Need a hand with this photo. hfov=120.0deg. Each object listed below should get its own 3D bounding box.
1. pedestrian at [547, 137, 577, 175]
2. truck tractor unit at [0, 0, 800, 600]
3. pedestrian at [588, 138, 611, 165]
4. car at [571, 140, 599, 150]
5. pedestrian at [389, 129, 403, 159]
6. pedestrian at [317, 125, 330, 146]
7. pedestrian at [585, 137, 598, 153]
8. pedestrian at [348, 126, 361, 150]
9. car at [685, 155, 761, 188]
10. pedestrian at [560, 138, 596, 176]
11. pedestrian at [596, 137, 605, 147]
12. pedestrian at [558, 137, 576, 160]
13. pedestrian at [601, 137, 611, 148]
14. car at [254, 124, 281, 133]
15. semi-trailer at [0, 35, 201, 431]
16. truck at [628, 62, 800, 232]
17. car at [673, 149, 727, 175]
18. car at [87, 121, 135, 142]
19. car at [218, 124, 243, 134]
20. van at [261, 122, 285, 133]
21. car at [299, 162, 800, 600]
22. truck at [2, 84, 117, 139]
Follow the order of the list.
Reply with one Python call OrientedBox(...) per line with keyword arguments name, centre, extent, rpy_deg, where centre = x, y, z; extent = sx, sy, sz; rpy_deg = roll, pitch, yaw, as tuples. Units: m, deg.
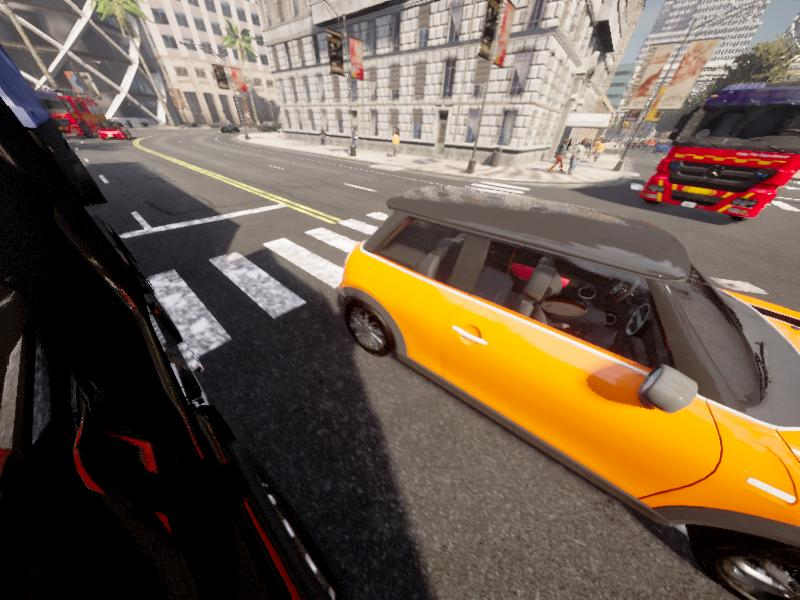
OrientedBox(name="pedestrian", centre=(9.927, -8.862, 14.242), extent=(0.751, 1.860, 0.751), rpy_deg=(16, 39, 17))
OrientedBox(name="truck tractor unit", centre=(-2.645, -0.295, 0.351), extent=(6.516, 4.208, 3.053), rpy_deg=(28, 44, 30))
OrientedBox(name="pedestrian", centre=(17.502, -13.040, 20.293), extent=(0.751, 1.860, 0.751), rpy_deg=(25, 42, 27))
OrientedBox(name="car", centre=(37.250, -31.328, 46.549), extent=(3.806, 1.475, 1.970), rpy_deg=(28, 44, 30))
OrientedBox(name="pedestrian", centre=(-0.358, -12.208, 18.061), extent=(0.751, 1.860, 0.751), rpy_deg=(23, 41, 25))
OrientedBox(name="pedestrian", centre=(-8.250, -17.731, 24.934), extent=(0.751, 1.860, 0.751), rpy_deg=(29, 44, 31))
OrientedBox(name="pedestrian", centre=(27.520, -22.243, 33.202), extent=(0.751, 1.860, 0.751), rpy_deg=(29, 44, 30))
OrientedBox(name="pedestrian", centre=(-4.481, -15.956, 22.803), extent=(0.751, 1.860, 0.751), rpy_deg=(-27, 46, -33))
OrientedBox(name="car", centre=(21.044, -8.596, 15.291), extent=(1.994, 1.385, 4.181), rpy_deg=(29, 44, 30))
OrientedBox(name="pedestrian", centre=(10.610, -8.539, 13.855), extent=(0.751, 1.860, 0.751), rpy_deg=(-7, 38, -13))
OrientedBox(name="pedestrian", centre=(45.853, -36.031, 52.750), extent=(0.751, 1.860, 0.751), rpy_deg=(26, 43, 28))
OrientedBox(name="pedestrian", centre=(16.796, -15.274, 23.230), extent=(0.751, 1.860, 0.751), rpy_deg=(26, 43, 28))
OrientedBox(name="pedestrian", centre=(45.776, -35.001, 51.371), extent=(0.751, 1.860, 0.751), rpy_deg=(-22, 43, -29))
OrientedBox(name="car", centre=(-31.746, -41.262, 55.572), extent=(2.152, 1.651, 5.027), rpy_deg=(19, 40, 21))
OrientedBox(name="semi-trailer", centre=(-8.656, -3.636, 4.266), extent=(14.254, 4.402, 2.717), rpy_deg=(29, 44, 30))
OrientedBox(name="truck", centre=(13.278, -5.639, 8.811), extent=(8.468, 3.827, 2.891), rpy_deg=(-20, 42, -27))
OrientedBox(name="car", centre=(26.032, -12.144, 20.233), extent=(1.837, 1.490, 4.892), rpy_deg=(28, 43, 29))
OrientedBox(name="car", centre=(-29.033, -17.118, 23.383), extent=(2.007, 1.525, 4.514), rpy_deg=(-22, 43, -29))
OrientedBox(name="car", centre=(-31.057, -31.376, 42.412), extent=(1.994, 1.385, 4.181), rpy_deg=(-2, 37, -6))
OrientedBox(name="van", centre=(-28.970, -39.555, 52.942), extent=(1.775, 1.987, 4.442), rpy_deg=(14, 38, 15))
OrientedBox(name="car", centre=(1.543, 0.062, 2.156), extent=(4.553, 1.767, 2.097), rpy_deg=(26, 43, 28))
OrientedBox(name="truck", centre=(-34.542, -19.433, 24.210), extent=(2.891, 3.827, 8.468), rpy_deg=(-17, 41, -24))
